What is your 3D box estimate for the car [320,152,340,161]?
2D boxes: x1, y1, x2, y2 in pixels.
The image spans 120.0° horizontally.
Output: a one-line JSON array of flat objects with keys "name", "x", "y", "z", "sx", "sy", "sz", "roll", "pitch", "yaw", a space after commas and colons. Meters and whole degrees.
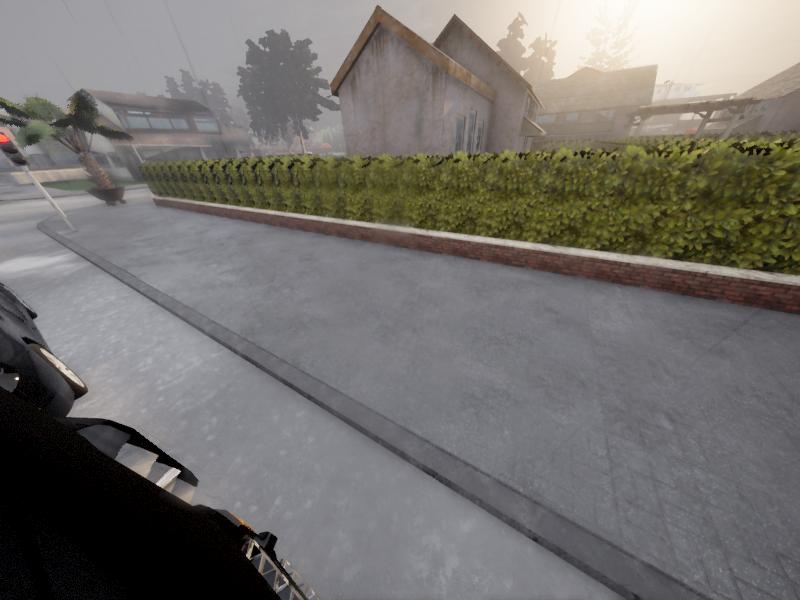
[{"name": "car", "x": -18.281, "y": -37.412, "z": 60.249, "sx": 4.611, "sy": 1.667, "sz": 2.242, "roll": 16, "pitch": 38, "yaw": 26}]

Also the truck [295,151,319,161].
[{"name": "truck", "x": -25.681, "y": -39.752, "z": 63.822, "sx": 6.274, "sy": 2.098, "sz": 2.390, "roll": 16, "pitch": 38, "yaw": 26}]

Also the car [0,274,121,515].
[{"name": "car", "x": -5.341, "y": 0.496, "z": 2.211, "sx": 5.008, "sy": 1.535, "sz": 1.882, "roll": 16, "pitch": 38, "yaw": 26}]
